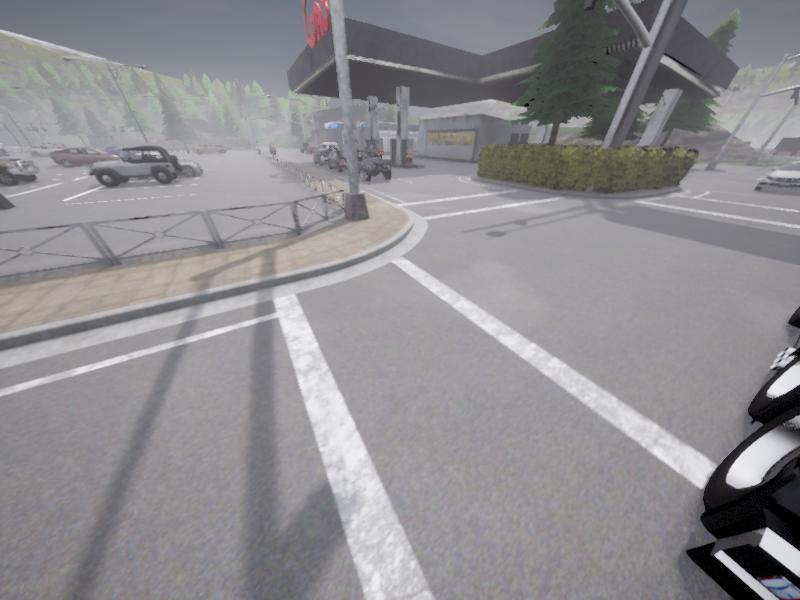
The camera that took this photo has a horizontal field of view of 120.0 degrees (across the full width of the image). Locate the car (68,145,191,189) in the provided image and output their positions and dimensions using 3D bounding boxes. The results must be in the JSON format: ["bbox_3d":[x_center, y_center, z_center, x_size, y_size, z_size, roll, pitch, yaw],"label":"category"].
[{"bbox_3d":[-15.080,-7.764,13.314,3.866,1.878,1.905,-18,39,-24],"label":"car"}]

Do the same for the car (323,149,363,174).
[{"bbox_3d":[-5.355,-13.032,21.562,2.033,1.649,4.856,-18,39,-24],"label":"car"}]

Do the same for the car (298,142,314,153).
[{"bbox_3d":[-19.536,-31.632,47.921,1.905,1.878,3.866,-18,39,-24],"label":"car"}]

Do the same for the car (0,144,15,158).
[{"bbox_3d":[-57.452,-20.613,31.980,3.633,1.501,1.845,-18,39,-24],"label":"car"}]

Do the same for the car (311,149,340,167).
[{"bbox_3d":[-8.464,-16.128,26.116,1.970,1.475,3.806,-18,39,-24],"label":"car"}]

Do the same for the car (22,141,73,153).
[{"bbox_3d":[-66.913,-29.094,43.973,4.605,1.855,1.932,-18,39,-25],"label":"car"}]

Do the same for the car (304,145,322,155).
[{"bbox_3d":[-16.345,-28.235,43.387,2.007,1.525,4.514,-18,39,-24],"label":"car"}]

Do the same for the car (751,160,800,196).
[{"bbox_3d":[22.560,-7.027,13.125,4.674,1.442,1.812,-17,38,-24],"label":"car"}]

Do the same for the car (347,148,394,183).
[{"bbox_3d":[-2.185,-9.916,16.883,1.905,1.878,3.866,-18,39,-24],"label":"car"}]

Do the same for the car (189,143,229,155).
[{"bbox_3d":[-33.256,-26.427,40.408,5.027,1.636,2.152,-18,39,-24],"label":"car"}]

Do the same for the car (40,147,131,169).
[{"bbox_3d":[-29.110,-13.409,21.705,4.514,1.523,2.007,-18,39,-24],"label":"car"}]

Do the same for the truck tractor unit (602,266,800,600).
[{"bbox_3d":[5.130,-0.274,0.801,6.516,4.208,3.053,-17,39,-25],"label":"truck tractor unit"}]

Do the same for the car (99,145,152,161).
[{"bbox_3d":[-34.035,-18.379,28.839,3.633,1.501,1.845,-18,39,-24],"label":"car"}]

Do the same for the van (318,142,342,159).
[{"bbox_3d":[-10.698,-22.709,35.045,2.069,2.038,4.480,-18,39,-24],"label":"van"}]

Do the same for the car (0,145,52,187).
[{"bbox_3d":[-23.541,-7.171,12.442,4.605,1.855,1.932,-18,39,-24],"label":"car"}]

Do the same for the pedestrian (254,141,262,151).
[{"bbox_3d":[-32.531,-35.390,52.941,0.751,1.860,0.751,15,38,21],"label":"pedestrian"}]

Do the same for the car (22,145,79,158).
[{"bbox_3d":[-49.531,-21.207,32.904,3.806,1.475,1.970,-18,39,-24],"label":"car"}]

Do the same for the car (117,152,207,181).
[{"bbox_3d":[-16.201,-9.358,16.090,3.806,1.475,1.970,-18,39,-24],"label":"car"}]

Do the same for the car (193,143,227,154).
[{"bbox_3d":[-34.859,-27.966,42.622,4.514,1.523,2.007,-18,39,-24],"label":"car"}]

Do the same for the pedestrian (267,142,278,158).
[{"bbox_3d":[-17.817,-20.896,32.248,0.751,1.860,0.751,-18,39,-24],"label":"pedestrian"}]
